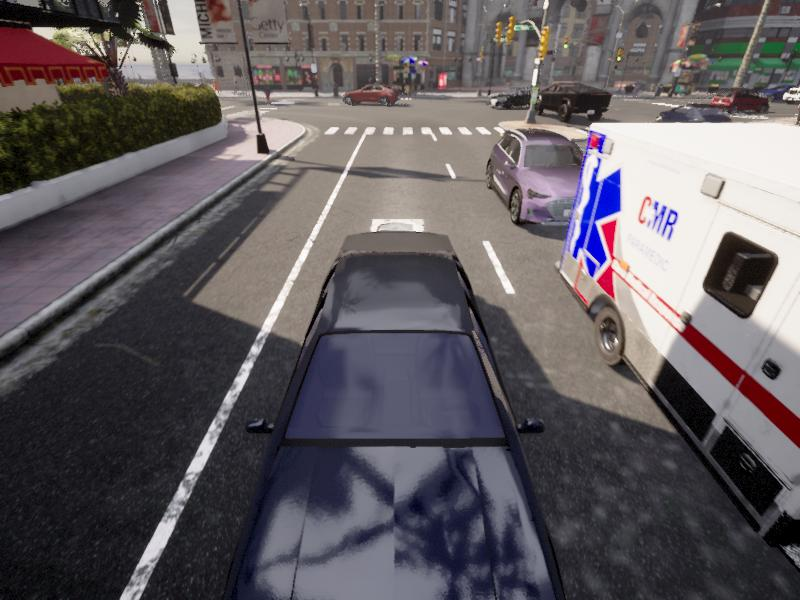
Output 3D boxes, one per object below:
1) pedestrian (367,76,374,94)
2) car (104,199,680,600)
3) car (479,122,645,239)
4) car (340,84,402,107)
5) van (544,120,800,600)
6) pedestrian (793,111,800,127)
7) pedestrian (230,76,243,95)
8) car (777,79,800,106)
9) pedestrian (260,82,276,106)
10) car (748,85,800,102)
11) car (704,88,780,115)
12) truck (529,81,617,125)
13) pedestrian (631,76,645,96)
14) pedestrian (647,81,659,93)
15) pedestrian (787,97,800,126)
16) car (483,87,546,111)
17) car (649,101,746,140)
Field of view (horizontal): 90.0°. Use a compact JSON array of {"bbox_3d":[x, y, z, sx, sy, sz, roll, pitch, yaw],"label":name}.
[{"bbox_3d":[-3.422,-24.959,46.504,0.751,1.860,0.751,0,30,0],"label":"pedestrian"},{"bbox_3d":[-0.033,0.538,3.702,2.033,1.411,5.357,0,30,0],"label":"car"},{"bbox_3d":[3.456,-3.177,9.826,2.033,1.649,4.856,0,30,0],"label":"car"},{"bbox_3d":[-2.538,-18.303,35.703,5.027,1.651,2.152,8,31,13],"label":"car"},{"bbox_3d":[3.467,0.349,3.002,2.351,2.431,6.366,0,30,0],"label":"van"},{"bbox_3d":[22.058,-10.203,21.271,0.751,1.860,0.751,-5,31,-8],"label":"pedestrian"},{"bbox_3d":[-18.477,-24.156,45.125,0.751,1.860,0.751,7,31,12],"label":"pedestrian"},{"bbox_3d":[38.049,-18.691,35.959,5.566,2.045,2.150,0,30,1],"label":"car"},{"bbox_3d":[-11.392,-17.755,34.480,0.751,1.860,0.751,5,31,8],"label":"pedestrian"},{"bbox_3d":[37.431,-20.222,39.177,4.674,1.442,1.812,0,30,0],"label":"car"},{"bbox_3d":[25.359,-14.787,29.714,3.988,1.617,1.851,-7,31,-12],"label":"car"},{"bbox_3d":[10.897,-12.918,26.025,2.390,2.098,6.274,-3,30,-5],"label":"truck"},{"bbox_3d":[26.625,-23.917,44.730,0.751,1.860,0.751,23,37,34],"label":"pedestrian"},{"bbox_3d":[30.752,-25.899,48.686,0.751,1.300,0.751,25,38,36],"label":"pedestrian"},{"bbox_3d":[22.169,-10.523,21.818,0.751,1.860,0.751,-20,36,-31],"label":"pedestrian"},{"bbox_3d":[9.339,-16.462,32.667,4.902,1.511,2.128,-20,36,-30],"label":"car"},{"bbox_3d":[15.129,-9.368,20.680,1.994,1.385,4.181,2,30,3],"label":"car"}]
